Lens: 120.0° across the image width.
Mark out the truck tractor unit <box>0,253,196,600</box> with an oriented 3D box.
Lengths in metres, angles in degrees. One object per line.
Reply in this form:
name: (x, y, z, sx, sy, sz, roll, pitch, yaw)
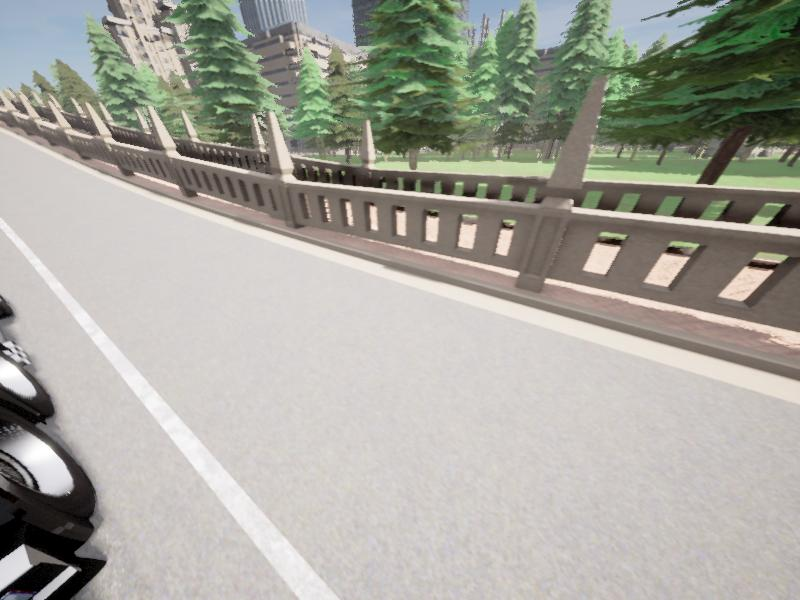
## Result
truck tractor unit: (-5.078, -0.339, 0.778, 6.516, 4.208, 3.053, 20, 40, 24)
